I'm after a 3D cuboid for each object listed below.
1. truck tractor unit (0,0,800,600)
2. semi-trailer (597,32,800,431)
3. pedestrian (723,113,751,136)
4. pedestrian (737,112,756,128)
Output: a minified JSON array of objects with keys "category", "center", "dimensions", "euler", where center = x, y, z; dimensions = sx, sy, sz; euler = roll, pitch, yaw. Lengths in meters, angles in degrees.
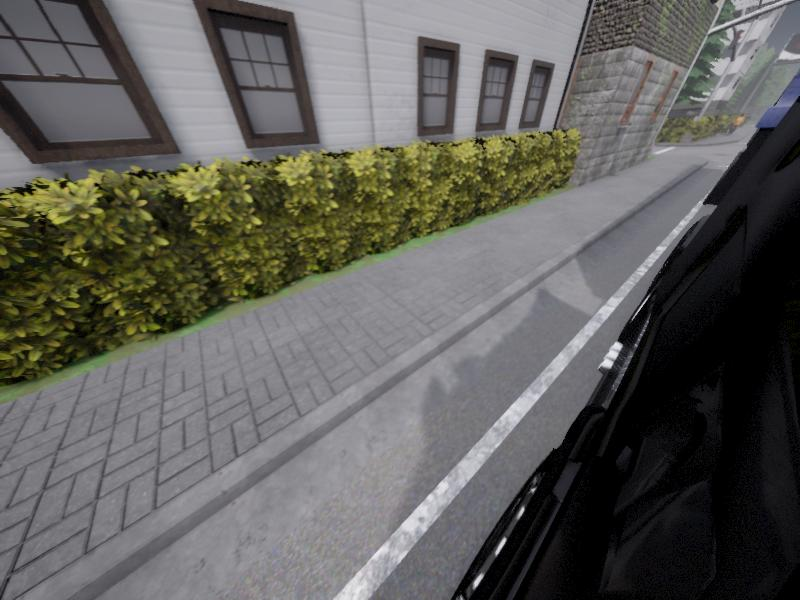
[{"category":"truck tractor unit","center":[2.645,-0.295,0.351],"dimensions":[6.516,4.208,3.053],"euler":[-28,44,-30]},{"category":"semi-trailer","center":[8.764,-3.558,4.164],"dimensions":[14.254,4.402,2.717],"euler":[-27,43,-29]},{"category":"pedestrian","center":[34.517,-17.980,23.676],"dimensions":[0.751,1.860,0.751],"euler":[26,45,33]},{"category":"pedestrian","center":[51.557,-26.769,34.360],"dimensions":[0.751,1.860,0.751],"euler":[-26,42,-28]}]
